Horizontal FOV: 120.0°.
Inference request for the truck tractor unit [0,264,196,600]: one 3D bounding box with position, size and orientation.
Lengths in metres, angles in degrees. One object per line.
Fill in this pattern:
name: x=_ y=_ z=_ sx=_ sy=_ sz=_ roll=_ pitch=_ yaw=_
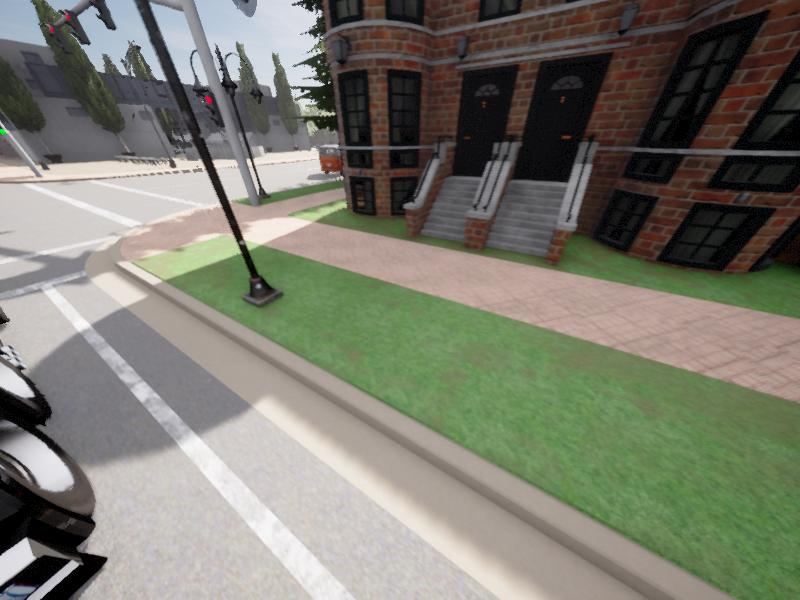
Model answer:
truck tractor unit: x=-5.110 y=-0.302 z=0.782 sx=6.516 sy=4.208 sz=3.053 roll=18 pitch=39 yaw=24
